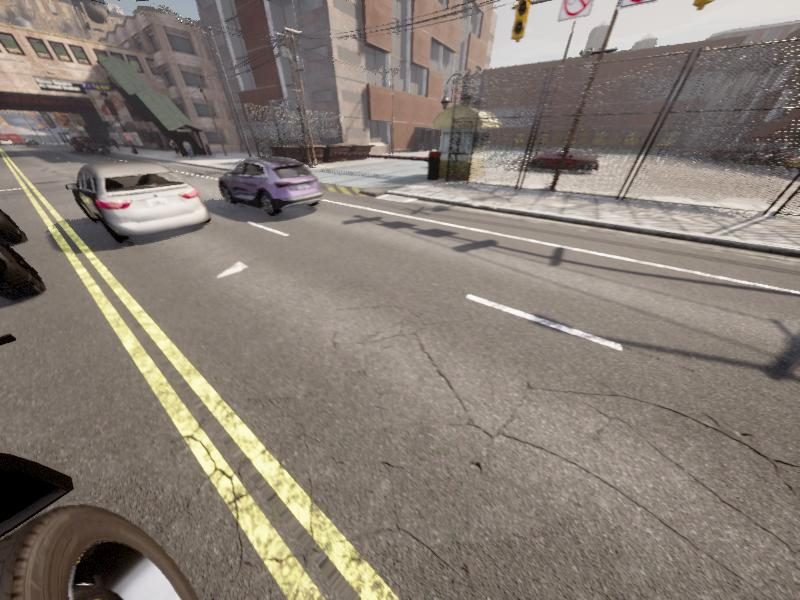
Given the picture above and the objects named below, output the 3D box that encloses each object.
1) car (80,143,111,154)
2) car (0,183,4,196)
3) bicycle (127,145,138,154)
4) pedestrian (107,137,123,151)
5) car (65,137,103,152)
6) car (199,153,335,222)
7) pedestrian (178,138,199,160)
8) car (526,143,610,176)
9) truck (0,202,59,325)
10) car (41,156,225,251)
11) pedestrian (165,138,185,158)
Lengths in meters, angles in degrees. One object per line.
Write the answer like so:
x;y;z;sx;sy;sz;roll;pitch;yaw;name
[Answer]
-46.757;-23.328;35.443;4.718;1.301;1.895;22;40;27;car
-20.584;-5.792;10.523;5.238;1.638;1.930;22;41;28;car
-36.394;-20.452;31.408;1.643;1.024;0.373;22;30;27;bicycle
-46.620;-25.557;37.813;0.751;1.860;0.751;22;41;27;pedestrian
-52.869;-26.050;38.616;5.566;2.045;2.435;22;40;27;car
-5.023;-4.447;8.745;4.856;1.649;2.033;22;41;28;car
-22.026;-15.747;24.110;0.751;1.860;0.751;23;41;29;pedestrian
12.356;-10.585;17.252;4.553;1.767;2.185;22;40;27;car
-8.723;-1.218;3.740;6.274;2.098;2.390;22;41;28;truck
-7.857;-3.145;6.846;4.611;1.667;2.242;22;41;28;car
-25.763;-17.419;26.448;0.751;1.860;0.751;20;40;26;pedestrian
